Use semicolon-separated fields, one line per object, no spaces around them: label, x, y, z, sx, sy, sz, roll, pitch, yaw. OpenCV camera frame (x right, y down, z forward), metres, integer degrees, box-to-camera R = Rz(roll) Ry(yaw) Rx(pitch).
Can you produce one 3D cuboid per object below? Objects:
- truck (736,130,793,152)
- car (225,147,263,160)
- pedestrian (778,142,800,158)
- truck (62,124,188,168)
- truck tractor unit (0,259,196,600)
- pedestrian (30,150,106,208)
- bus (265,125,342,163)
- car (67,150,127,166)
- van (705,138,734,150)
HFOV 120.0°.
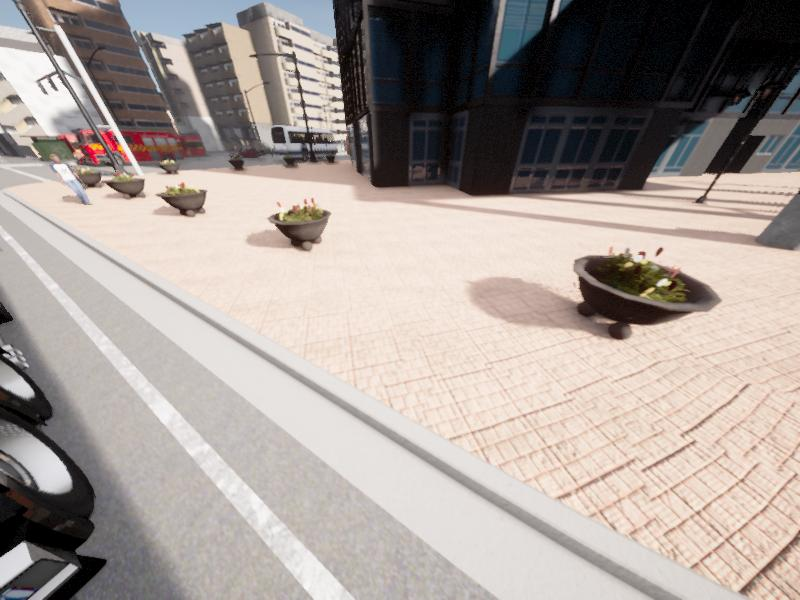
truck;81.510;-35.746;52.013;2.891;3.827;8.468;19;39;26
car;-25.455;-24.071;37.903;2.097;1.767;4.553;17;37;24
pedestrian;52.346;-20.176;31.066;0.751;1.860;0.751;-19;39;-25
truck;-32.103;-18.479;27.757;2.891;3.827;8.468;18;38;24
truck tractor unit;-5.099;-0.313;0.790;6.516;4.208;3.053;19;39;24
pedestrian;-12.562;-4.609;8.814;0.751;1.860;0.751;18;39;24
bus;-14.378;-24.168;35.938;3.944;4.253;10.273;18;38;24
car;-36.458;-17.195;27.929;1.970;1.475;3.806;18;38;24
van;83.302;-40.708;60.281;1.988;2.561;5.915;19;39;26
